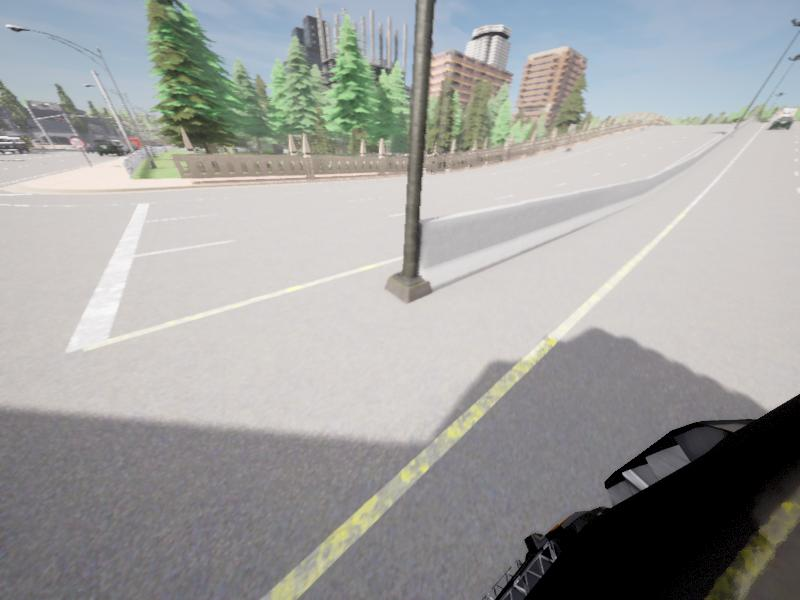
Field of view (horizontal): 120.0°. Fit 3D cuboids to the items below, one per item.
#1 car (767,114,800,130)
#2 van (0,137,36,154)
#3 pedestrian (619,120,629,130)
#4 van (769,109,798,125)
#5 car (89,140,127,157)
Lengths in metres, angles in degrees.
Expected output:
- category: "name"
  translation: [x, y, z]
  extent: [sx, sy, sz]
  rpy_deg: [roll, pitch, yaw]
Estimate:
- category: "car"
  translation: [62.344, -28.932, 37.562]
  extent: [4.553, 1.767, 2.097]
  rpy_deg: [-28, 43, -27]
- category: "van"
  translation: [-56.096, -22.333, 33.359]
  extent: [2.069, 2.038, 4.480]
  rpy_deg: [-21, 39, -31]
- category: "pedestrian"
  translation: [51.422, -40.097, 53.005]
  extent: [0.751, 1.860, 0.751]
  rpy_deg: [-22, 40, -32]
- category: "van"
  translation: [90.032, -42.841, 54.275]
  extent: [6.366, 2.431, 2.351]
  rpy_deg: [-22, 40, -32]
- category: "car"
  translation: [-44.926, -23.456, 35.696]
  extent: [2.150, 2.045, 5.566]
  rpy_deg: [-21, 40, -31]
